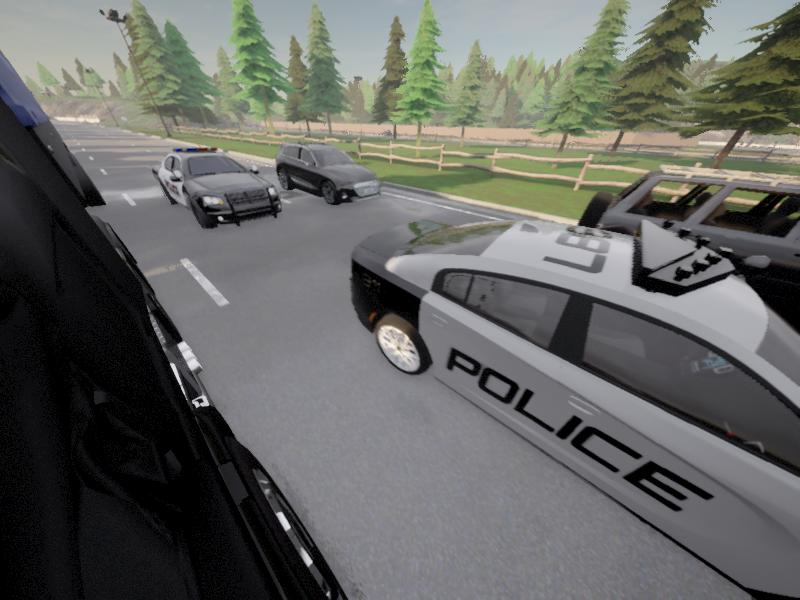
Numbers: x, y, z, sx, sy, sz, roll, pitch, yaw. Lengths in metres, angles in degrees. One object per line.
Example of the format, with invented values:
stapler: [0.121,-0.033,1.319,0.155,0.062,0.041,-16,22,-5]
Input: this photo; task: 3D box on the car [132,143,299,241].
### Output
car: [-5.356,-3.415,6.635,4.974,1.542,2.038,28,44,30]

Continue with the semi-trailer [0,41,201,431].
semi-trailer: [-8.692,-3.583,4.274,14.254,4.402,2.717,28,44,30]

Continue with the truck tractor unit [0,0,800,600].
truck tractor unit: [-2.645,-0.295,0.351,6.516,4.208,3.053,28,44,30]

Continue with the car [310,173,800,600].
car: [1.777,0.331,1.858,5.238,1.638,1.930,28,44,30]

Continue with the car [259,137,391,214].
car: [-2.848,-4.864,8.622,4.856,1.649,2.033,30,44,29]

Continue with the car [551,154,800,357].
car: [5.217,-0.680,3.192,4.605,1.855,1.932,28,44,31]

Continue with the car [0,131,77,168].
car: [-20.181,-8.478,12.853,4.181,1.385,1.994,28,44,30]
